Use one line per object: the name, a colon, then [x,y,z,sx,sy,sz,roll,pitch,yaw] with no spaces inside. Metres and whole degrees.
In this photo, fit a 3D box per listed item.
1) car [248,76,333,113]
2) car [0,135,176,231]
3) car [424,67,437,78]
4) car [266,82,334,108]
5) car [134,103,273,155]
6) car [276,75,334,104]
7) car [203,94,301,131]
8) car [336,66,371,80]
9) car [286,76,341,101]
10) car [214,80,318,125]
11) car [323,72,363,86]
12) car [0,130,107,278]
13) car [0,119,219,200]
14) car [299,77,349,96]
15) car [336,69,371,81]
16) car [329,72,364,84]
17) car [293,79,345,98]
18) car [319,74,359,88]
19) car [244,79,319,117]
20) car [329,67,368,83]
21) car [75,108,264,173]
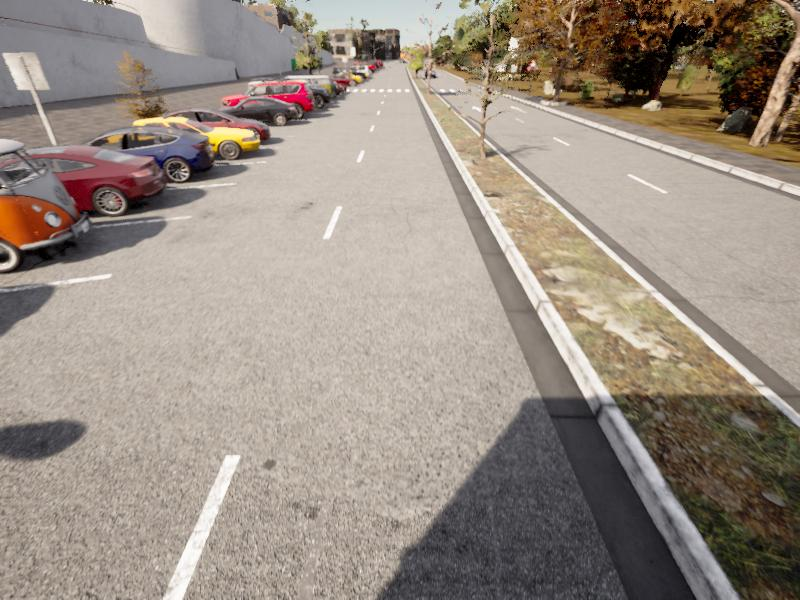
car: [-8.049,-15.238,29.557,5.566,2.045,2.435,-11,32,-17]
car: [-8.063,-2.721,9.203,4.674,1.452,2.002,-11,32,-17]
car: [5.749,-43.252,76.055,2.033,1.649,4.856,0,32,0]
car: [-8.065,-16.556,32.229,4.892,1.521,2.231,-11,33,-17]
car: [-8.042,-7.308,16.911,4.792,1.488,2.163,-11,32,-17]
car: [-8.183,-18.268,34.629,4.442,1.987,1.878,-11,33,-17]
car: [-8.066,-10.360,22.026,4.674,1.452,2.002,-11,33,-17]
car: [-8.104,-40.075,70.556,5.566,2.045,2.435,-11,33,-17]
car: [-8.044,-19.753,37.278,4.553,1.767,2.185,-11,33,-17]
car: [-8.100,-12.140,24.423,5.566,2.045,2.435,-11,33,-17]
car: [-8.246,-32.009,57.820,5.366,1.575,1.946,-11,33,-17]
car: [-7.963,-1.461,6.542,4.442,1.987,1.878,-11,32,-17]
car: [-8.095,-4.240,11.758,4.792,1.488,2.163,-11,32,-17]
car: [-8.047,-22.716,42.487,4.792,1.488,2.163,-11,32,-17]
car: [-7.904,-38.333,68.191,5.366,1.575,1.946,-11,33,-17]
car: [-8.079,-33.568,60.469,4.674,1.452,2.002,-11,32,-17]
car: [-8.068,-21.146,39.909,4.674,1.452,2.002,-11,33,-17]
car: [-8.048,-28.920,52.766,4.792,1.488,2.163,-11,32,-17]
car: [-7.966,-13.691,27.041,4.442,1.987,1.878,-11,32,-17]
car: [-8.052,-35.383,62.899,5.566,2.045,2.435,-11,32,-17]
car: [-7.897,-5.840,14.378,5.366,1.575,1.946,-11,32,-17]
